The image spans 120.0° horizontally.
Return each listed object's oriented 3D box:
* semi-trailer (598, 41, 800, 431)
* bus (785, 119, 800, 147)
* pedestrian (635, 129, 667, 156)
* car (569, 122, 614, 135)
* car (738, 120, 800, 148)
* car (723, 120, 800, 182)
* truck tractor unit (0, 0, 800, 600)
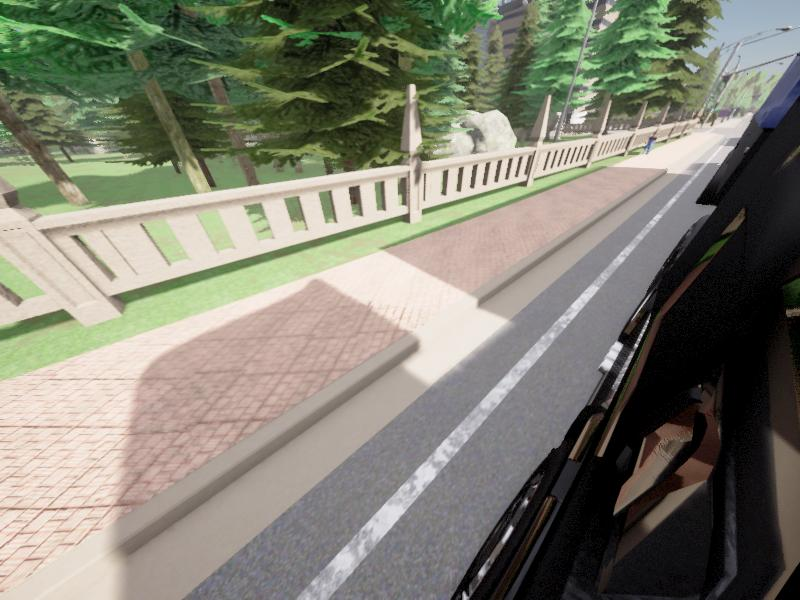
[{"bbox_3d":[8.688,-3.614,4.235,14.254,4.402,2.717,-28,44,-30],"label":"semi-trailer"},{"bbox_3d":[33.375,-13.908,16.585,10.273,4.253,3.944,-28,44,-30],"label":"bus"},{"bbox_3d":[15.457,-9.682,14.235,0.751,1.300,0.751,-27,43,-28],"label":"pedestrian"},{"bbox_3d":[32.524,-29.291,39.428,1.801,1.575,5.366,-28,44,-30],"label":"car"},{"bbox_3d":[27.461,-12.468,17.301,3.633,1.501,1.845,-28,44,-30],"label":"car"},{"bbox_3d":[15.883,-6.356,9.708,4.605,1.855,1.932,-27,43,-31],"label":"car"},{"bbox_3d":[2.645,-0.295,0.352,6.516,4.208,3.053,-28,44,-30],"label":"truck tractor unit"}]
